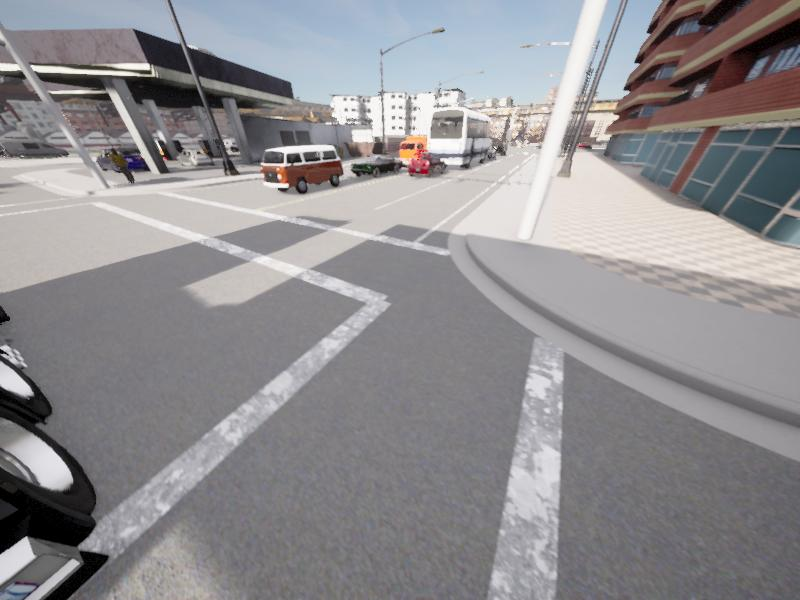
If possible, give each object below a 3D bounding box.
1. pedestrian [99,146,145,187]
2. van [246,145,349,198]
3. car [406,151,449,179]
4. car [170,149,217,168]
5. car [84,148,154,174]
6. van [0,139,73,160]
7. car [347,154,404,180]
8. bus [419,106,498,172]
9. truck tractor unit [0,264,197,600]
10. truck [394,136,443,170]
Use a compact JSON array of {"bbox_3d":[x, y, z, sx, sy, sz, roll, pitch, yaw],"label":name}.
[{"bbox_3d":[-15.422,-7.423,12.859,0.751,1.860,0.751,18,39,25],"label":"pedestrian"},{"bbox_3d":[-5.082,-7.059,12.394,2.069,2.038,4.480,17,38,23],"label":"van"},{"bbox_3d":[2.085,-10.089,17.132,1.845,1.501,3.633,17,39,24],"label":"car"},{"bbox_3d":[-21.334,-14.684,23.879,3.806,1.475,1.970,18,39,25],"label":"car"},{"bbox_3d":[-23.539,-11.745,19.394,4.611,1.667,2.242,18,39,25],"label":"car"},{"bbox_3d":[-56.722,-23.485,35.978,1.988,2.561,5.915,18,39,24],"label":"van"},{"bbox_3d":[-1.686,-10.216,17.551,1.895,1.301,4.718,17,39,24],"label":"car"},{"bbox_3d":[5.971,-15.414,22.366,3.944,4.253,10.273,18,39,24],"label":"bus"},{"bbox_3d":[-5.112,-0.300,0.778,6.516,4.208,3.053,18,39,24],"label":"truck tractor unit"},{"bbox_3d":[1.851,-14.363,22.449,2.627,2.467,5.204,17,39,24],"label":"truck"}]
